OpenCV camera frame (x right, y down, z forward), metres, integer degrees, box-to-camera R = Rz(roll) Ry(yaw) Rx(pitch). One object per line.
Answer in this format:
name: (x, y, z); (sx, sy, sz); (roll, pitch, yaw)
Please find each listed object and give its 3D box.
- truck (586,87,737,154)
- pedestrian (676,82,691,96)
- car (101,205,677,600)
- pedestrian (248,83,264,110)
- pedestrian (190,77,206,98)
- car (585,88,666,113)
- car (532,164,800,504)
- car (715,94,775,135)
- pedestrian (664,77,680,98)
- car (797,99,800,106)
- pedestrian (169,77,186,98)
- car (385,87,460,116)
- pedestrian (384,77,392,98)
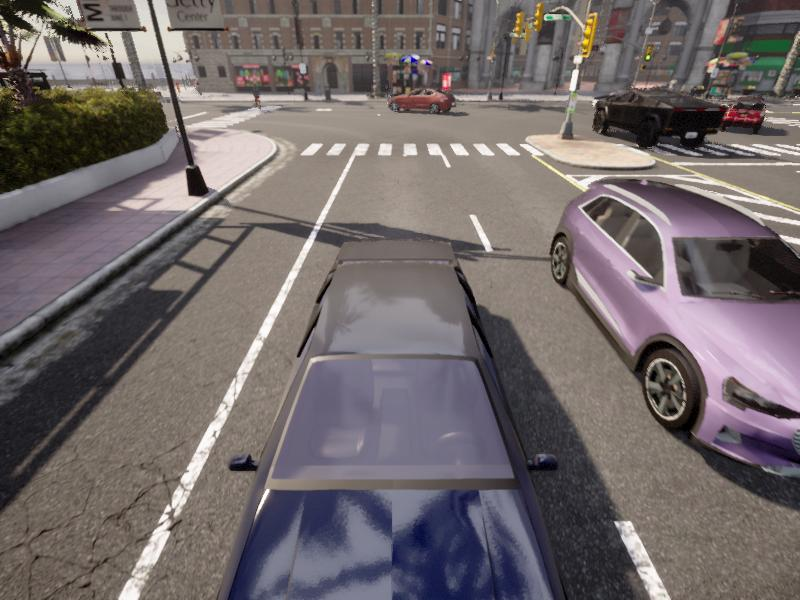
truck: (11.258, -8.315, 18.131); (2.390, 2.098, 6.274); (-1, 30, -2)
pedestrian: (31.504, -23.458, 44.470); (0.751, 1.300, 0.751); (-16, 34, -25)
car: (-0.043, 0.684, 3.450); (2.033, 1.411, 5.357); (0, 30, 0)
pedestrian: (-11.373, -16.141, 31.683); (0.751, 1.860, 0.751); (-2, 30, -3)
pedestrian: (-20.526, -21.548, 40.620); (0.751, 1.860, 0.751); (7, 31, 12)
car: (17.287, -15.414, 30.843); (4.902, 1.511, 2.128); (-4, 30, -7)
car: (3.458, -0.300, 4.898); (2.033, 1.649, 4.856); (0, 30, 0)
car: (18.843, -10.177, 21.799); (1.851, 1.617, 3.988); (22, 37, 33)
pedestrian: (28.014, -21.866, 41.176); (0.751, 1.860, 0.751); (23, 38, 34)
car: (37.440, -17.356, 34.234); (4.674, 1.442, 1.812); (0, 30, 0)
pedestrian: (-22.768, -21.712, 40.899); (0.751, 1.860, 0.751); (9, 31, 15)
car: (1.599, -14.772, 29.628); (5.027, 1.651, 2.152); (15, 34, 25)
pedestrian: (-1.251, -22.106, 41.578); (0.751, 1.860, 0.751); (0, 30, 0)
